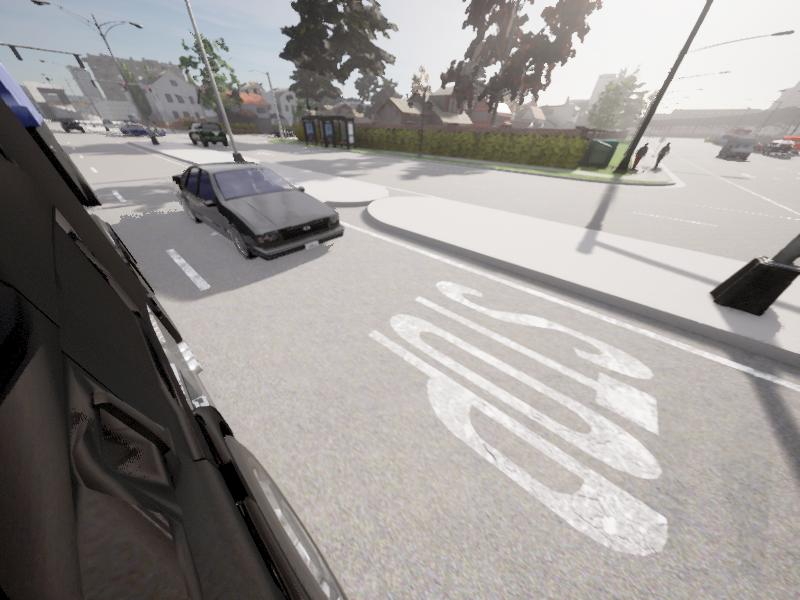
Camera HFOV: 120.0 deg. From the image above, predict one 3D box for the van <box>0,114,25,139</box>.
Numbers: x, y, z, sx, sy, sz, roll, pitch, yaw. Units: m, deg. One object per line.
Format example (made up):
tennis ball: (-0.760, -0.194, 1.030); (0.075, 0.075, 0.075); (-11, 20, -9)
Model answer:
van: (-41.476, -16.883, 22.430); (4.480, 2.038, 2.069); (-12, 37, -18)

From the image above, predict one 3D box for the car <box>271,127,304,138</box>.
car: (-21.499, -32.078, 44.319); (1.930, 1.638, 5.238); (28, 44, 30)

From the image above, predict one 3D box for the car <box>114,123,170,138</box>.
car: (-36.474, -24.071, 32.856); (4.792, 1.488, 2.163); (-10, 38, -16)

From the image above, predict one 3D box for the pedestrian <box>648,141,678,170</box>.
pedestrian: (20.674, -11.374, 18.190); (0.751, 1.860, 0.751); (-28, 46, -34)

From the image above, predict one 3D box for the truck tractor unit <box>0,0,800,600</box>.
truck tractor unit: (-2.645, -0.295, 0.351); (6.516, 4.208, 3.053); (28, 44, 30)

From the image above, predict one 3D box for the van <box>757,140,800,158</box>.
van: (60.400, -24.235, 36.938); (2.069, 2.038, 4.480); (28, 45, 30)

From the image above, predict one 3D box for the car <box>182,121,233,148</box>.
car: (-20.329, -17.472, 24.351); (5.566, 2.045, 2.150); (27, 43, 30)

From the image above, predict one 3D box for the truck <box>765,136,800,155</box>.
truck: (69.742, -27.782, 41.464); (2.627, 2.467, 5.204); (28, 45, 30)

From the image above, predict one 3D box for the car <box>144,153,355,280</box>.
car: (-3.709, -2.419, 5.499); (5.357, 1.411, 2.033); (27, 43, 30)

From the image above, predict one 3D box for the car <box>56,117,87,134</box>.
car: (-49.846, -26.502, 35.075); (3.866, 1.878, 1.905); (27, 43, 30)

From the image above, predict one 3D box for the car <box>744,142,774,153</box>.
car: (66.134, -28.172, 42.609); (1.789, 1.549, 3.705); (28, 45, 30)

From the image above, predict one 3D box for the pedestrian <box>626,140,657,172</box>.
pedestrian: (17.574, -10.509, 16.858); (0.751, 1.860, 0.751); (27, 43, 30)

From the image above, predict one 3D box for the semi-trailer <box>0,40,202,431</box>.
semi-trailer: (-8.733, -3.559, 4.224); (14.254, 4.402, 2.717); (28, 43, 30)

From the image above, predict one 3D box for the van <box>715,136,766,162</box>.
van: (45.524, -20.433, 31.118); (1.988, 2.561, 5.915); (28, 44, 30)
